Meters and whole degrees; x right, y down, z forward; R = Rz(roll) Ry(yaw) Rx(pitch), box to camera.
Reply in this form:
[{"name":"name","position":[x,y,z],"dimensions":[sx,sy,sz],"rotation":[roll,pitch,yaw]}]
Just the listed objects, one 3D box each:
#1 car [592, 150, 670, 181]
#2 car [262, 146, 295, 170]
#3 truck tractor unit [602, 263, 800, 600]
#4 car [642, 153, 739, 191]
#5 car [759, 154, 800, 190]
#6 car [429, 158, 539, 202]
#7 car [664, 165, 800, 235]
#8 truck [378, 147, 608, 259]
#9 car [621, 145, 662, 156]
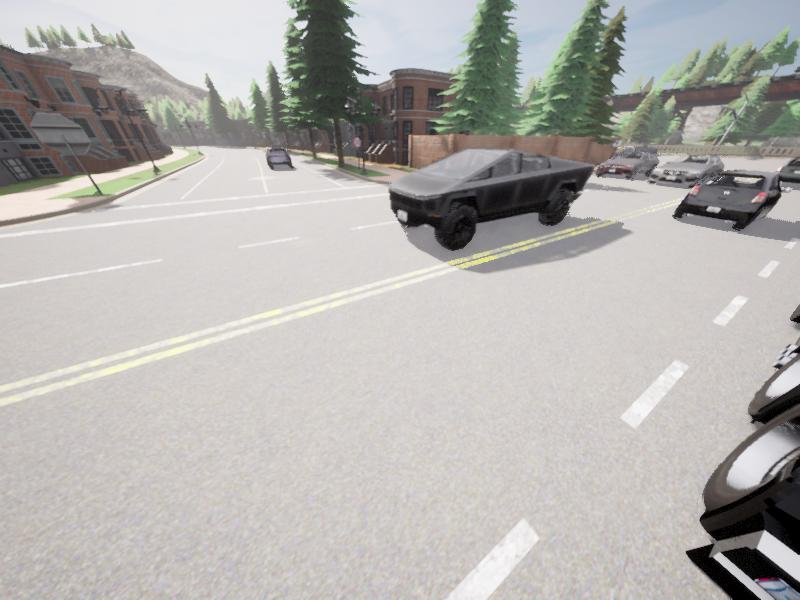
[{"name":"car","position":[17.196,-10.091,17.215],"dimensions":[5.027,1.651,2.152],"rotation":[-18,39,-24]},{"name":"car","position":[-11.508,-13.462,21.754],"dimensions":[2.033,1.649,4.856],"rotation":[-17,38,-23]},{"name":"truck tractor unit","position":[5.106,-0.307,0.778],"dimensions":[6.516,4.208,3.053],"rotation":[-18,39,-24]},{"name":"car","position":[17.805,-7.981,14.188],"dimensions":[5.027,1.651,2.152],"rotation":[-18,39,-24]},{"name":"car","position":[24.420,-7.820,14.023],"dimensions":[3.988,1.617,1.851],"rotation":[-18,39,-24]},{"name":"car","position":[4.053,-6.010,11.357],"dimensions":[4.892,1.490,1.837],"rotation":[-14,38,-20]},{"name":"car","position":[11.367,-3.539,7.837],"dimensions":[3.633,1.501,1.845],"rotation":[-18,39,-24]},{"name":"truck","position":[2.761,-3.279,6.897],"dimensions":[6.274,2.098,2.390],"rotation":[-18,39,-24]},{"name":"car","position":[46.058,-28.592,44.139],"dimensions":[1.837,1.490,4.892],"rotation":[-18,39,-24]}]
